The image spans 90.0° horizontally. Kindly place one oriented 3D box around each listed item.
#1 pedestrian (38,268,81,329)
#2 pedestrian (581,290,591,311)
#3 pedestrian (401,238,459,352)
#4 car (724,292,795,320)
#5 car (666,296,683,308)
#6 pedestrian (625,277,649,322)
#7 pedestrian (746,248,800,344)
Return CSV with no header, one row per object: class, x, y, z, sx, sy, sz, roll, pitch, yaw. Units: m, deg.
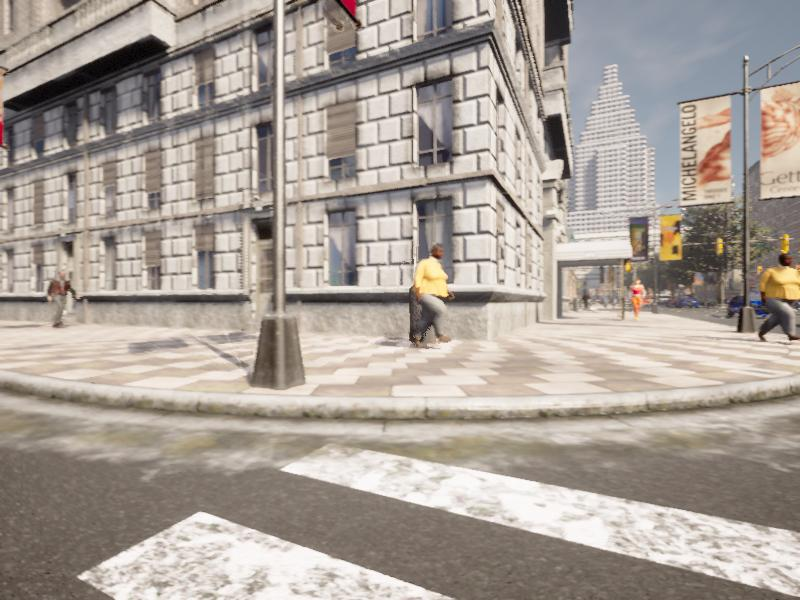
pedestrian,-10.755,-0.051,12.656,0.751,1.860,0.751,0,0,21
pedestrian,17.031,0.047,36.651,0.751,1.860,0.751,0,0,19
pedestrian,0.543,-0.079,7.039,0.751,1.860,0.751,0,0,33
car,21.610,0.329,24.278,1.882,1.535,5.008,0,0,26
car,46.745,0.349,68.194,1.905,1.878,3.866,0,0,26
pedestrian,10.076,-0.037,17.027,0.751,1.860,0.751,0,0,23
pedestrian,7.675,-0.076,8.064,0.751,1.860,0.751,0,0,2
